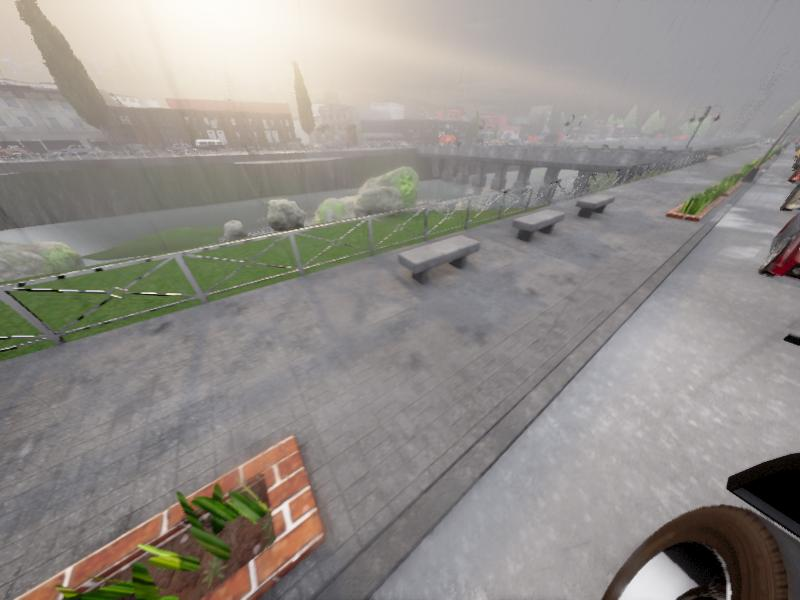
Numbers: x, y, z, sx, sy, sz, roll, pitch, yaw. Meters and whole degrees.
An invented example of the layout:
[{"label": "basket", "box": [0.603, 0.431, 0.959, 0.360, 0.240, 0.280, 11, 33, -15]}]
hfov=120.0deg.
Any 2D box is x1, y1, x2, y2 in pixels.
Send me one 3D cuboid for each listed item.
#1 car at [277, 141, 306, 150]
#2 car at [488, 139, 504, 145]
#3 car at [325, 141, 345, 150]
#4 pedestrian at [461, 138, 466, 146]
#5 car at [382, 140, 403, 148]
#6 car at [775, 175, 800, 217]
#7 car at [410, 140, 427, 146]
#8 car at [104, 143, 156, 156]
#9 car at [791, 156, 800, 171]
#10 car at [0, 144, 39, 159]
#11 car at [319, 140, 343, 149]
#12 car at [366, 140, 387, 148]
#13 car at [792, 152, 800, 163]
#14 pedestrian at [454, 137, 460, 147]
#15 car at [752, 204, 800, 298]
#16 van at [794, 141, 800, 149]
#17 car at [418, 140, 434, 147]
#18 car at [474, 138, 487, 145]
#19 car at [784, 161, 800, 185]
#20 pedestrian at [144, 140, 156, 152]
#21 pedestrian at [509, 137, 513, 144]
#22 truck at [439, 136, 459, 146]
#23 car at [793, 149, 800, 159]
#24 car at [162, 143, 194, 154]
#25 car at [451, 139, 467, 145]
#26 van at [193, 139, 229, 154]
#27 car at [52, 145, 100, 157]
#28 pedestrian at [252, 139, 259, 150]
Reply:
[{"label": "car", "box": [-23.972, -34.088, 50.975, 5.238, 1.638, 1.930, -22, 41, -28]}, {"label": "car", "box": [33.306, -54.919, 80.126, 5.366, 1.575, 1.801, -22, 41, -28]}, {"label": "car", "box": [-14.681, -35.049, 52.406, 3.806, 1.475, 1.970, -22, 41, -28]}, {"label": "pedestrian", "box": [17.576, -43.591, 63.708, 0.751, 1.860, 0.751, -15, 38, -20]}, {"label": "car", "box": [-1.794, -40.444, 59.807, 5.238, 1.638, 1.930, -22, 41, -28]}, {"label": "car", "box": [15.459, -3.904, 7.990, 4.514, 1.525, 2.007, -22, 41, -28]}, {"label": "car", "box": [5.486, -46.242, 68.055, 5.008, 1.535, 1.882, -22, 41, -28]}, {"label": "car", "box": [-45.098, -25.366, 38.783, 5.238, 1.638, 1.930, -22, 41, -28]}, {"label": "car", "box": [32.685, -11.010, 17.969, 4.193, 1.474, 1.816, -23, 41, -28]}, {"label": "car", "box": [-55.978, -20.858, 32.497, 5.027, 1.651, 2.152, -22, 41, -28]}, {"label": "car", "box": [-16.403, -37.218, 55.363, 4.856, 1.649, 2.033, -22, 41, -28]}, {"label": "car", "box": [-6.212, -41.427, 61.278, 4.974, 1.542, 2.038, -22, 41, -28]}, {"label": "car", "box": [40.678, -14.329, 22.563, 3.633, 1.501, 1.845, -22, 41, -28]}, {"label": "pedestrian", "box": [12.988, -35.943, 52.662, 0.751, 1.860, 0.751, -18, 39, -24]}, {"label": "car", "box": [8.763, -1.069, 4.164, 4.181, 1.385, 1.994, -22, 41, -28]}, {"label": "van", "box": [79.225, -30.630, 44.570, 6.366, 2.431, 2.351, -22, 41, -28]}, {"label": "car", "box": [7.348, -44.180, 65.120, 3.988, 1.617, 1.851, -22, 41, -28]}, {"label": "car", "box": [26.518, -52.245, 76.107, 3.866, 1.878, 1.905, -22, 41, -28]}, {"label": "car", "box": [24.091, -7.470, 12.975, 4.514, 1.525, 2.007, -22, 41, -28]}, {"label": "pedestrian", "box": [-47.749, -29.427, 44.171, 0.751, 1.860, 0.751, -23, 41, -28]}, {"label": "pedestrian", "box": [37.666, -53.935, 78.199, 0.751, 1.860, 0.751, 21, 40, 27]}, {"label": "truck", "box": [14.630, -47.577, 69.063, 5.204, 2.467, 2.627, -22, 41, -28]}, {"label": "car", "box": [48.221, -17.450, 26.918, 5.008, 1.535, 1.882, -22, 41, -28]}, {"label": "car", "box": [-39.989, -27.409, 41.779, 3.806, 1.475, 1.970, -22, 41, -28]}, {"label": "car", "box": [19.356, -52.020, 76.044, 5.238, 1.638, 1.930, -22, 41, -28]}, {"label": "van", "box": [-33.632, -27.443, 41.289, 4.480, 2.038, 2.069, -23, 41, -28]}, {"label": "car", "box": [-50.149, -23.206, 35.904, 3.806, 1.475, 1.970, -23, 41, -28]}, {"label": "pedestrian", "box": [-30.984, -33.371, 49.602, 0.751, 1.860, 0.751, -12, 37, -16]}]
